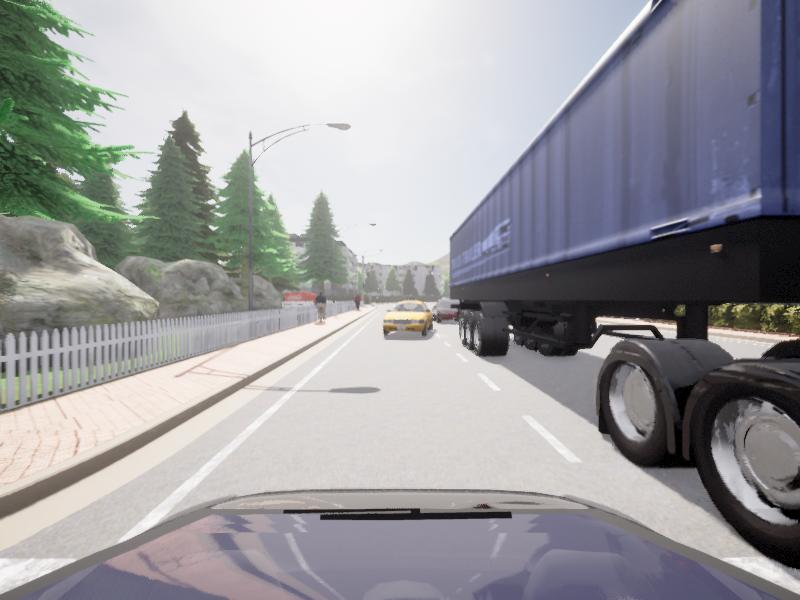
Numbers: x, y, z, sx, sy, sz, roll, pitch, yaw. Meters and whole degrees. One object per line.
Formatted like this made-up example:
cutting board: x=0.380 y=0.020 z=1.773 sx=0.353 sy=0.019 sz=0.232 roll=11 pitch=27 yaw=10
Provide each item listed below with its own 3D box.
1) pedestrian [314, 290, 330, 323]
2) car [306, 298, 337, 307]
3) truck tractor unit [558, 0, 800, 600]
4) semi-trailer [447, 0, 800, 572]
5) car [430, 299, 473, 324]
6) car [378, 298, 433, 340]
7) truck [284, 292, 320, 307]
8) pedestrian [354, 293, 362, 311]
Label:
pedestrian: x=-4.458 y=0.343 z=22.825 sx=0.751 sy=1.860 sz=0.751 roll=0 pitch=0 yaw=0
car: x=-13.766 y=0.386 z=70.144 sx=4.902 sy=1.511 sz=2.128 roll=0 pitch=0 yaw=1
truck tractor unit: x=3.448 y=-0.524 z=1.534 sx=3.053 sy=4.208 sz=6.516 roll=0 pitch=0 yaw=-1
semi-trailer: x=3.362 y=-0.671 z=9.447 sx=2.717 sy=4.402 sz=14.254 roll=0 pitch=0 yaw=-1
car: x=3.256 y=0.691 z=26.414 sx=2.163 sy=1.488 sz=4.792 roll=0 pitch=0 yaw=-1
car: x=0.423 y=0.694 z=17.825 sx=1.801 sy=1.575 sz=5.366 roll=0 pitch=0 yaw=8
truck: x=-16.281 y=-0.073 z=66.682 sx=5.204 sy=2.467 sz=2.627 roll=0 pitch=0 yaw=1
pedestrian: x=-4.353 y=0.226 z=41.371 sx=0.751 sy=1.860 sz=0.751 roll=0 pitch=0 yaw=0
